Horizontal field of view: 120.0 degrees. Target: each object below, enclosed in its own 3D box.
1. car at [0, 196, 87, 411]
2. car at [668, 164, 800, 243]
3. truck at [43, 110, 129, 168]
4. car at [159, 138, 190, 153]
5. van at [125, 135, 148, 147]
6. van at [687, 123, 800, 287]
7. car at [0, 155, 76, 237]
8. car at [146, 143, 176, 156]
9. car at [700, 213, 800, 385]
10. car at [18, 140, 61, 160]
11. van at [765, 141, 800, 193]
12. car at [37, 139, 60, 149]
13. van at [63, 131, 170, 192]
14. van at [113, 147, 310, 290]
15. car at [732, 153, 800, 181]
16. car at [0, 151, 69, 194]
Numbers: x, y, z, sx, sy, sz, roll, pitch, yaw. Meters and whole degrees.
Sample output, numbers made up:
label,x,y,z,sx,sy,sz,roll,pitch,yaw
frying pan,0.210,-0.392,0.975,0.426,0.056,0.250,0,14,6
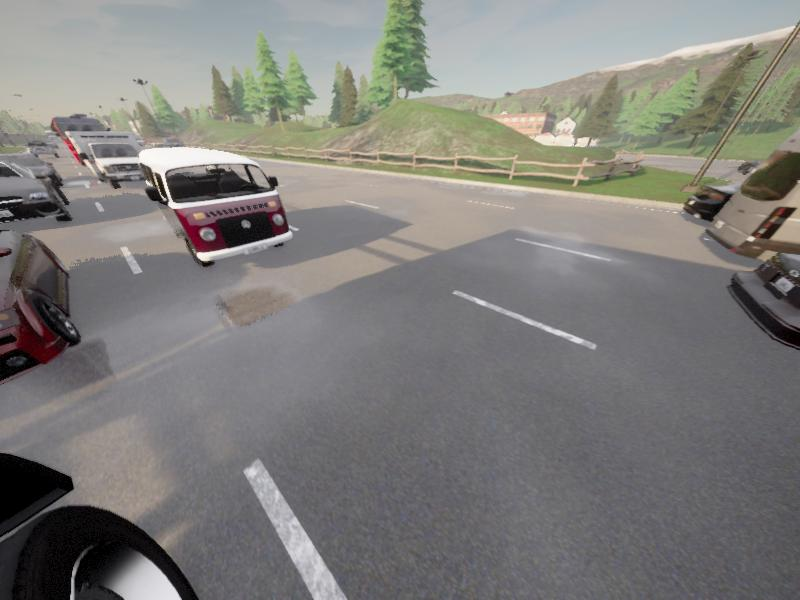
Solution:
label,x,y,z,sx,sy,sz,roll,pitch,yaw
car,-5.887,-0.054,2.762,4.181,1.385,1.994,26,42,31
car,11.767,-2.616,6.381,5.238,1.638,1.930,18,39,24
truck,-29.321,-14.963,21.643,8.468,3.827,2.891,26,42,31
car,-38.755,-26.589,39.684,5.566,2.045,2.150,26,42,31
van,-66.538,-40.090,58.309,6.366,2.431,2.351,26,42,31
van,9.740,-1.194,3.547,5.915,2.561,1.988,20,40,26
car,-12.682,-3.467,7.334,5.027,1.651,2.152,26,42,31
car,-34.054,-21.488,32.953,3.806,1.475,1.970,26,42,31
car,7.007,0.691,1.821,5.357,1.411,2.033,23,41,28
car,-42.267,-17.779,27.215,4.605,1.855,1.932,25,42,32
van,22.571,-6.329,11.125,2.351,2.431,6.366,16,38,23
car,-72.471,-32.167,47.664,4.974,1.542,2.038,26,42,31
van,-16.009,-7.960,13.011,6.366,2.431,2.351,25,42,31
van,-4.451,-2.319,5.431,4.480,2.038,2.069,28,43,34
car,29.331,-10.175,17.593,2.033,1.411,5.357,11,36,15
car,-19.987,-6.916,12.300,4.792,1.488,2.163,26,42,31
